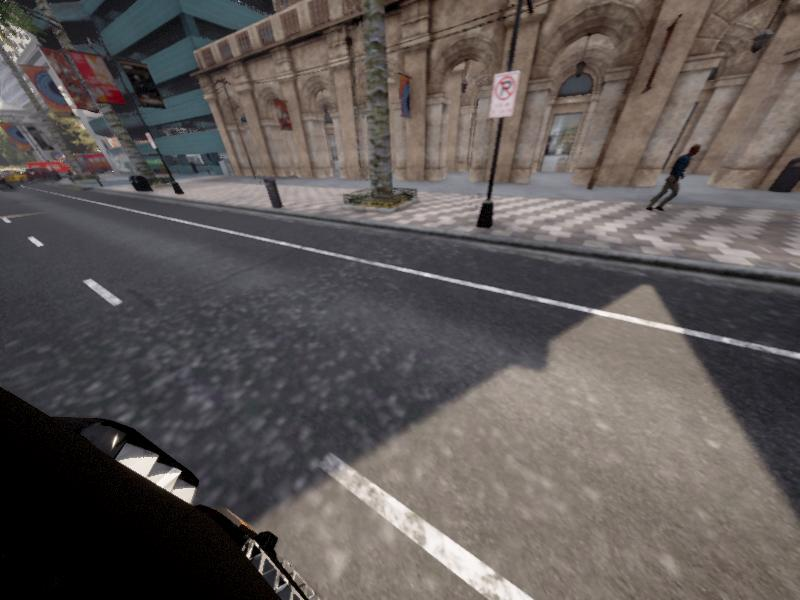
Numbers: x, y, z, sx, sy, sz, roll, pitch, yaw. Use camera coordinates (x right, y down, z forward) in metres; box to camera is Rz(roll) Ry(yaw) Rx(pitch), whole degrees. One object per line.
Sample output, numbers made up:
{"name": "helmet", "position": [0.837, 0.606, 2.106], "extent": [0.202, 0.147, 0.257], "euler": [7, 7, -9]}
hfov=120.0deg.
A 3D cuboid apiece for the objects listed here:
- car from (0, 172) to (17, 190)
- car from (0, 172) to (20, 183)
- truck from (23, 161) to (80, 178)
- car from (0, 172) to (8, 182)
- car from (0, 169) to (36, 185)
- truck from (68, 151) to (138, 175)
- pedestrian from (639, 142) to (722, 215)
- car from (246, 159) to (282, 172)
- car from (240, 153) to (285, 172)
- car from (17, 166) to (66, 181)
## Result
{"name": "car", "position": [-45.372, -13.247, 25.756], "extent": [4.902, 1.511, 2.128], "euler": [18, 38, 28]}
{"name": "car", "position": [-60.671, -18.274, 34.594], "extent": [1.895, 1.301, 4.718], "euler": [-20, 37, -24]}
{"name": "truck", "position": [-65.023, -24.542, 43.365], "extent": [2.627, 2.467, 5.204], "euler": [-9, 34, -10]}
{"name": "car", "position": [-65.382, -19.200, 35.643], "extent": [2.150, 2.045, 5.566], "euler": [-17, 36, -22]}
{"name": "car", "position": [-54.899, -17.509, 32.811], "extent": [1.801, 1.575, 5.366], "euler": [-26, 40, -31]}
{"name": "truck", "position": [-62.498, -29.261, 49.152], "extent": [2.891, 3.827, 8.468], "euler": [-1, 33, 3]}
{"name": "pedestrian", "position": [8.353, -3.658, 7.014], "extent": [0.751, 1.860, 0.751], "euler": [16, 37, 25]}
{"name": "car", "position": [-19.531, -19.310, 33.186], "extent": [4.514, 1.523, 2.007], "euler": [16, 37, 26]}
{"name": "car", "position": [-19.596, -19.652, 32.997], "extent": [5.566, 2.045, 2.435], "euler": [16, 37, 26]}
{"name": "car", "position": [-59.190, -21.081, 38.337], "extent": [2.097, 1.767, 4.553], "euler": [-15, 35, -19]}
